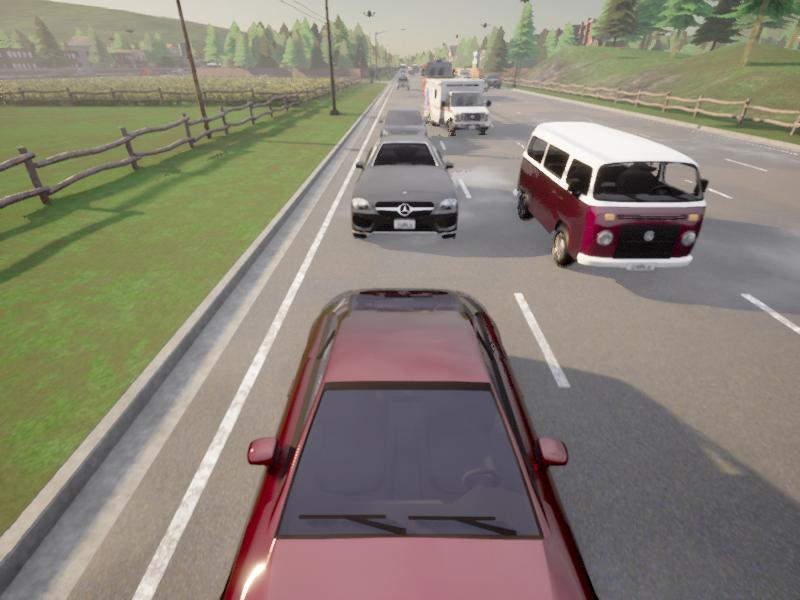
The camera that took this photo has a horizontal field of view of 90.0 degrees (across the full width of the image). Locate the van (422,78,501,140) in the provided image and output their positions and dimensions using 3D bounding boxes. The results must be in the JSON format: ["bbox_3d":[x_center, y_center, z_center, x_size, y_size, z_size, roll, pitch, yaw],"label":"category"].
[{"bbox_3d":[3.013,-10.486,21.591,2.351,2.431,6.366,-4,31,-7],"label":"van"}]

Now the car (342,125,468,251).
[{"bbox_3d":[0.102,-2.918,9.419,2.152,1.651,5.027,0,30,0],"label":"car"}]

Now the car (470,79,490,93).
[{"bbox_3d":[10.949,-29.478,55.081,1.970,1.475,3.806,0,30,0],"label":"car"}]

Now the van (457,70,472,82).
[{"bbox_3d":[14.731,-51.460,91.800,2.351,2.431,6.366,0,30,0],"label":"van"}]

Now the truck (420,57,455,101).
[{"bbox_3d":[3.859,-23.966,43.302,2.891,3.827,8.468,0,30,0],"label":"truck"}]

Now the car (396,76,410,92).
[{"bbox_3d":[0.467,-30.979,57.248,1.932,1.855,4.605,0,31,0],"label":"car"}]

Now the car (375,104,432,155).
[{"bbox_3d":[0.163,-7.647,17.663,2.163,1.488,4.792,0,30,0],"label":"car"}]

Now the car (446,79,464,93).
[{"bbox_3d":[7.444,-29.208,54.561,1.845,1.501,3.633,0,31,0],"label":"car"}]

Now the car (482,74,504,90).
[{"bbox_3d":[14.512,-34.459,63.060,2.150,2.045,5.566,0,30,0],"label":"car"}]

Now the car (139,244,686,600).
[{"bbox_3d":[0.045,1.040,2.932,1.994,1.385,4.181,0,30,0],"label":"car"}]

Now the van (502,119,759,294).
[{"bbox_3d":[3.589,-2.091,7.594,2.069,2.038,4.480,0,30,0],"label":"van"}]
